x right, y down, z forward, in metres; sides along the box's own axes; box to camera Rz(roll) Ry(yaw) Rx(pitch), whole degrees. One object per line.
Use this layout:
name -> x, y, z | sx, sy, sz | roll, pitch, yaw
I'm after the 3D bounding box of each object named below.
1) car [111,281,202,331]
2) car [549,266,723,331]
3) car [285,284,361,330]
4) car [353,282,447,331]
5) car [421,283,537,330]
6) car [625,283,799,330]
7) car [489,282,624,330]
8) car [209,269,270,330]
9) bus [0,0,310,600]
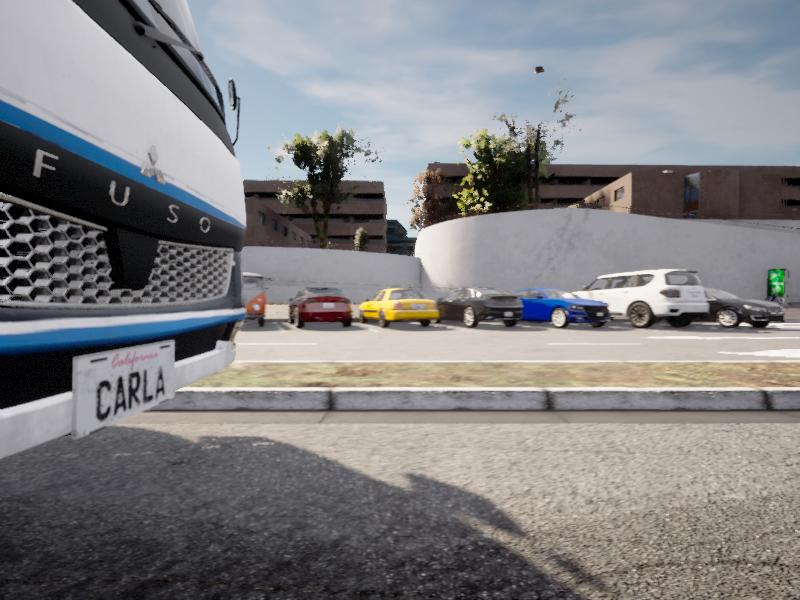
car -> -9.072, 0.239, 15.433 | 1.946, 1.575, 5.366 | 1, -1, -20
car -> 8.742, -0.011, 15.624 | 2.435, 2.045, 5.566 | 0, -1, -20
car -> -3.186, 0.270, 15.628 | 2.163, 1.488, 4.792 | 0, -1, -20
car -> -0.256, 0.237, 15.774 | 1.946, 1.575, 5.366 | 0, -1, -20
car -> 2.791, 0.238, 15.592 | 2.231, 1.521, 4.892 | 0, -1, -20
car -> 11.743, 0.247, 15.602 | 2.231, 1.521, 4.892 | 1, -1, -20
car -> 5.777, 0.237, 15.602 | 2.097, 1.535, 5.008 | 1, -1, -20
car -> -6.113, 0.015, 15.498 | 1.878, 1.987, 4.442 | 1, -1, -20
bus -> -5.991, -1.130, 1.818 | 10.273, 4.253, 3.944 | 0, 0, 0
